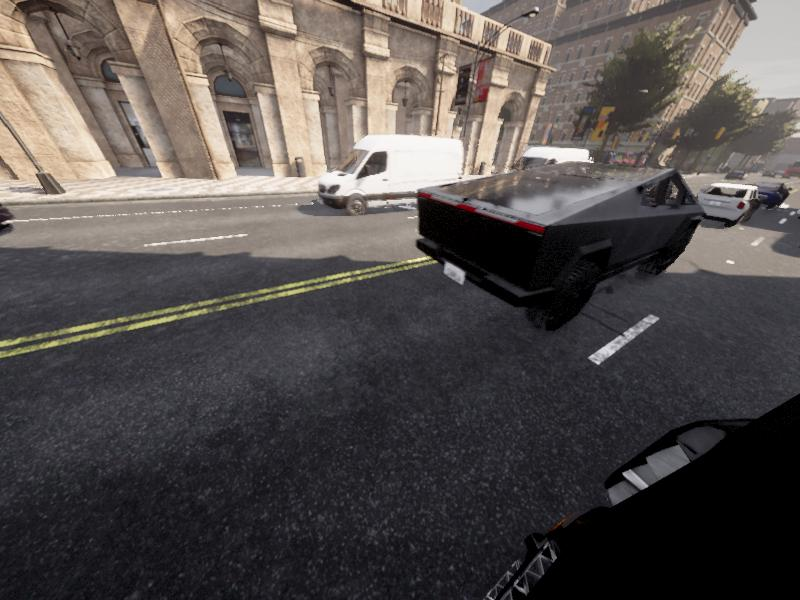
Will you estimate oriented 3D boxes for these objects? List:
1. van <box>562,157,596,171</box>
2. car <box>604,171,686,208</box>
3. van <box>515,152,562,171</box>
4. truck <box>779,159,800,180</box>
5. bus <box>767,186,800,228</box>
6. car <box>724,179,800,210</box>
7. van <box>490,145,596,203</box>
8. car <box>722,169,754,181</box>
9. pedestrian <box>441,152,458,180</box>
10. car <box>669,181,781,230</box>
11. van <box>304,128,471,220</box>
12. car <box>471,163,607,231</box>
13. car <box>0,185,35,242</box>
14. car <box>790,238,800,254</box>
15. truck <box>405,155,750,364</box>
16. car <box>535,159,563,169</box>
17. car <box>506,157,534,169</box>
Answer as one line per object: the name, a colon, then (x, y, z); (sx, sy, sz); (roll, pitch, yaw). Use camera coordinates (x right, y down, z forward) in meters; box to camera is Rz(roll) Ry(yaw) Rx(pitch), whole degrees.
van: (34.548, -26.389, 44.744); (2.069, 2.038, 4.480); (-16, 38, -26)
car: (14.537, -6.667, 13.750); (3.988, 1.617, 1.851); (-16, 38, -26)
van: (24.081, -24.362, 40.486); (2.351, 2.431, 6.366); (-16, 38, -26)
truck: (93.547, -30.480, 54.037); (8.468, 3.827, 2.891); (-16, 38, -26)
bus: (23.611, -5.948, 11.018); (10.273, 4.253, 3.944); (-17, 38, -25)
car: (24.189, -7.121, 15.429); (4.181, 1.385, 1.994); (-16, 38, -26)
van: (8.504, -7.554, 13.758); (5.915, 2.561, 1.988); (-16, 38, -26)
car: (57.822, -21.454, 39.562); (4.974, 1.542, 2.038); (-16, 38, -26)
pedestrian: (3.898, -10.598, 18.279); (0.751, 1.860, 0.751); (-24, 42, -34)
car: (14.657, -4.406, 10.464); (3.806, 1.475, 1.970); (-16, 38, -26)
van: (-0.303, -5.045, 9.263); (5.915, 2.561, 1.988); (-16, 38, -26)
car: (5.300, -4.128, 8.926); (4.605, 1.855, 1.932); (-16, 38, -26)
car: (-10.710, -1.654, 4.222); (3.633, 1.501, 1.845); (-15, 38, -26)
car: (14.967, -2.315, 7.196); (4.856, 1.649, 2.033); (-16, 38, -26)
truck: (3.457, -1.441, 4.523); (6.274, 2.098, 2.390); (-16, 38, -26)
car: (29.632, -27.145, 45.998); (1.816, 1.474, 4.193); (-16, 38, -26)
car: (20.579, -23.552, 39.796); (1.845, 1.501, 3.633); (-16, 38, -26)
